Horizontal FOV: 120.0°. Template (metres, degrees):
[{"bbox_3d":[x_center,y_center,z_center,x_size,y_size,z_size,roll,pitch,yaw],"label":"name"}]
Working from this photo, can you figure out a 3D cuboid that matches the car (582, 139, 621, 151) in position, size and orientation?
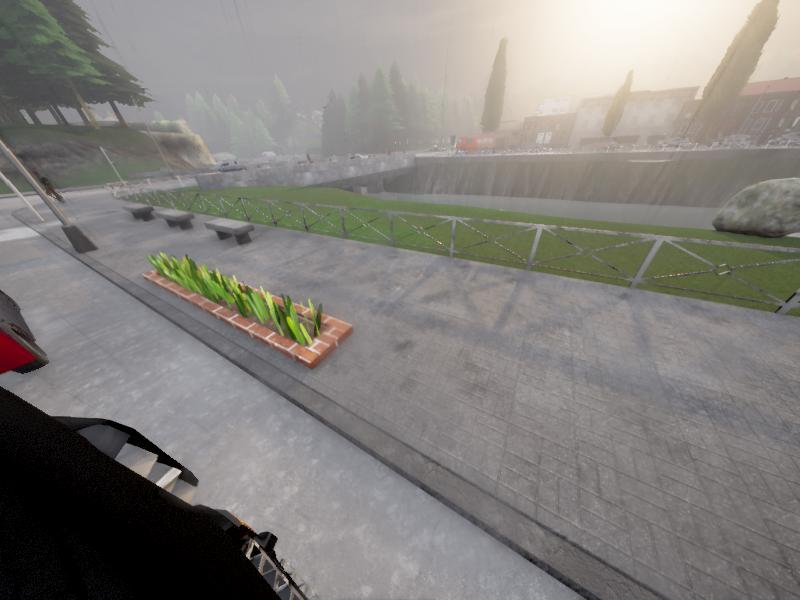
[{"bbox_3d":[37.805,-29.209,43.546,5.027,1.651,2.152,16,38,26],"label":"car"}]

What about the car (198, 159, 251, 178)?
[{"bbox_3d":[-22.134,-16.777,29.344,2.242,1.667,4.611,16,38,26],"label":"car"}]

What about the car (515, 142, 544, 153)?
[{"bbox_3d":[27.298,-32.208,48.848,4.856,1.649,2.033,16,38,26],"label":"car"}]

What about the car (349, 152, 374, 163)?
[{"bbox_3d":[-7.229,-27.097,43.865,2.038,1.542,4.974,16,38,26],"label":"car"}]

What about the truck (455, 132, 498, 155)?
[{"bbox_3d":[17.411,-35.929,53.210,8.468,3.827,2.891,16,38,26],"label":"truck"}]

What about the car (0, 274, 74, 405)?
[{"bbox_3d":[-6.164,0.262,2.628,3.633,1.501,1.845,16,38,26],"label":"car"}]

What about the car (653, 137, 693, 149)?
[{"bbox_3d":[46.323,-26.720,39.286,3.806,1.475,1.970,16,38,26],"label":"car"}]

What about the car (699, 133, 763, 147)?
[{"bbox_3d":[51.919,-25.196,36.420,5.238,1.638,1.930,16,38,26],"label":"car"}]

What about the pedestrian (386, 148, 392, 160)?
[{"bbox_3d":[-1.984,-26.630,42.237,0.751,1.860,0.751,17,39,28],"label":"pedestrian"}]

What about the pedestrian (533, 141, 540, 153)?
[{"bbox_3d":[27.497,-30.850,46.536,0.751,1.860,0.751,22,41,33],"label":"pedestrian"}]

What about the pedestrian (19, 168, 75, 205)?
[{"bbox_3d":[-20.567,-6.606,13.506,0.751,1.860,0.751,3,34,8],"label":"pedestrian"}]

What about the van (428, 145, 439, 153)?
[{"bbox_3d":[11.147,-49.996,76.464,2.069,2.038,4.480,16,38,26],"label":"van"}]

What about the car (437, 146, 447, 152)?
[{"bbox_3d":[14.974,-53.542,82.034,2.007,1.525,4.514,16,38,26],"label":"car"}]

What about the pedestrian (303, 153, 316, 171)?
[{"bbox_3d":[-11.360,-17.322,28.945,0.751,1.860,0.751,16,38,26],"label":"pedestrian"}]

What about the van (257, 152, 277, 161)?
[{"bbox_3d":[-49.498,-53.629,86.035,1.988,2.561,5.915,16,38,26],"label":"van"}]

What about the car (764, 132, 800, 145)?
[{"bbox_3d":[57.341,-23.581,33.728,3.806,1.475,1.970,16,38,26],"label":"car"}]

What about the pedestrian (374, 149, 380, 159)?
[{"bbox_3d":[-5.183,-32.824,51.984,0.751,1.860,0.751,7,35,15],"label":"pedestrian"}]
